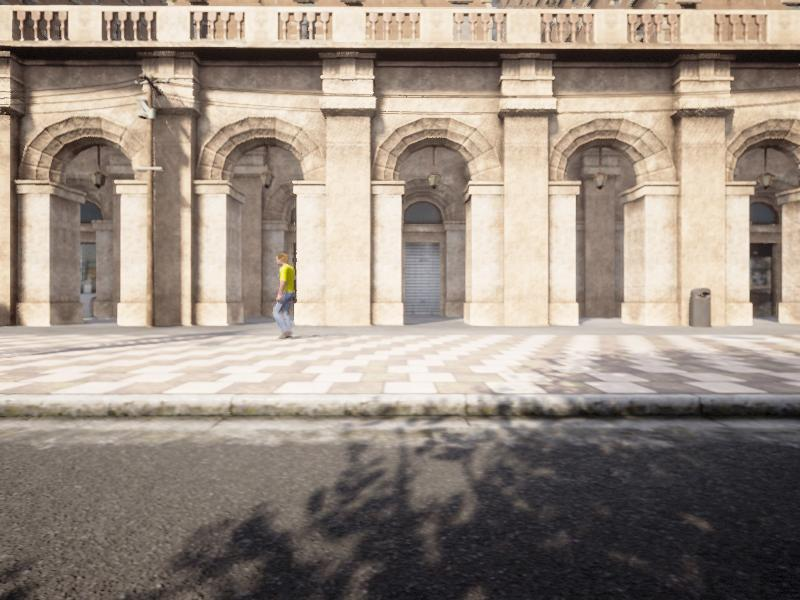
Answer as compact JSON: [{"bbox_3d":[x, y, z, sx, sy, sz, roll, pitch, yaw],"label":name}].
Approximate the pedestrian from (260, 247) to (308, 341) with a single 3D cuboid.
[{"bbox_3d":[-2.394,-0.115,8.339,0.751,1.860,0.751,0,0,3],"label":"pedestrian"}]
